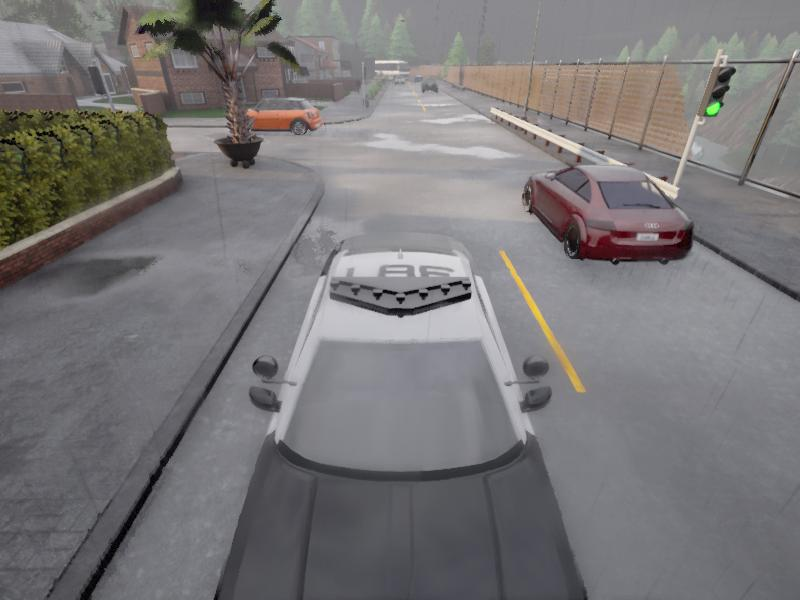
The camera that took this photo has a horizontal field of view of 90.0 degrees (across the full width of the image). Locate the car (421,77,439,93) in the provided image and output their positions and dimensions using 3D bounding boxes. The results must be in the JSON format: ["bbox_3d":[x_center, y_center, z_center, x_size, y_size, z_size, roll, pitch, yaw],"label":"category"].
[{"bbox_3d":[3.986,-29.411,54.651,2.097,1.767,4.553,0,30,0],"label":"car"}]

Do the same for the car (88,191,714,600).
[{"bbox_3d":[0.004,0.626,3.353,1.930,1.638,5.238,0,31,0],"label":"car"}]

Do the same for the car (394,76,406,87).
[{"bbox_3d":[-0.019,-41.039,75.025,2.152,1.651,5.027,0,30,0],"label":"car"}]

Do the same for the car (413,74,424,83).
[{"bbox_3d":[3.972,-47.969,86.708,1.882,1.535,5.008,-1,30,-2],"label":"car"}]

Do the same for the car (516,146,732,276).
[{"bbox_3d":[4.006,-2.057,8.197,1.994,1.385,4.181,0,30,0],"label":"car"}]

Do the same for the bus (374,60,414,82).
[{"bbox_3d":[-1.550,-53.030,92.676,3.944,4.253,10.273,-20,36,-30],"label":"bus"}]

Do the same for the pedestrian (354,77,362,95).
[{"bbox_3d":[-4.864,-24.915,46.621,0.751,1.860,0.751,-2,30,-3],"label":"pedestrian"}]

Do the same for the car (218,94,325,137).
[{"bbox_3d":[-6.469,-9.554,20.617,4.553,1.767,2.097,3,30,5],"label":"car"}]
